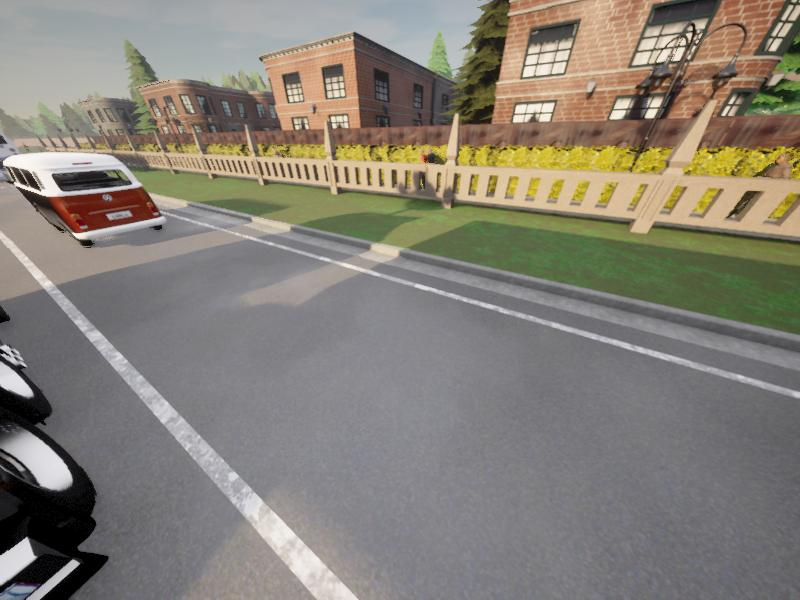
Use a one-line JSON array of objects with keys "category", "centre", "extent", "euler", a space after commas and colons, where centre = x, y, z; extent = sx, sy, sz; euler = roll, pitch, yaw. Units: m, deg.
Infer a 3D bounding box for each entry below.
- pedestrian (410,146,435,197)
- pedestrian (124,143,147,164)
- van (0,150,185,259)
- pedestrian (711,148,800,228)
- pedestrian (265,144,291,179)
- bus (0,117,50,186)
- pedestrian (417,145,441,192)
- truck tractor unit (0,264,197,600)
[{"category": "pedestrian", "centre": [0.972, -5.621, 10.123], "extent": [0.751, 1.860, 0.751], "euler": [17, 39, 24]}, {"category": "pedestrian", "centre": [-29.312, -16.264, 25.643], "extent": [0.751, 1.860, 0.751], "euler": [18, 39, 25]}, {"category": "van", "centre": [-8.921, -2.965, 6.546], "extent": [4.480, 2.038, 2.069], "euler": [18, 39, 24]}, {"category": "pedestrian", "centre": [10.020, -3.071, 6.390], "extent": [0.751, 1.860, 0.751], "euler": [18, 39, 24]}, {"category": "pedestrian", "centre": [-7.960, -9.057, 15.127], "extent": [0.751, 1.860, 0.751], "euler": [18, 39, 24]}, {"category": "bus", "centre": [-31.073, -11.015, 16.365], "extent": [10.273, 4.253, 3.944], "euler": [19, 39, 23]}, {"category": "pedestrian", "centre": [1.373, -6.218, 10.976], "extent": [0.751, 1.860, 0.751], "euler": [19, 39, 26]}, {"category": "truck tractor unit", "centre": [-5.108, -0.305, 0.775], "extent": [6.516, 4.208, 3.053], "euler": [19, 39, 24]}]
